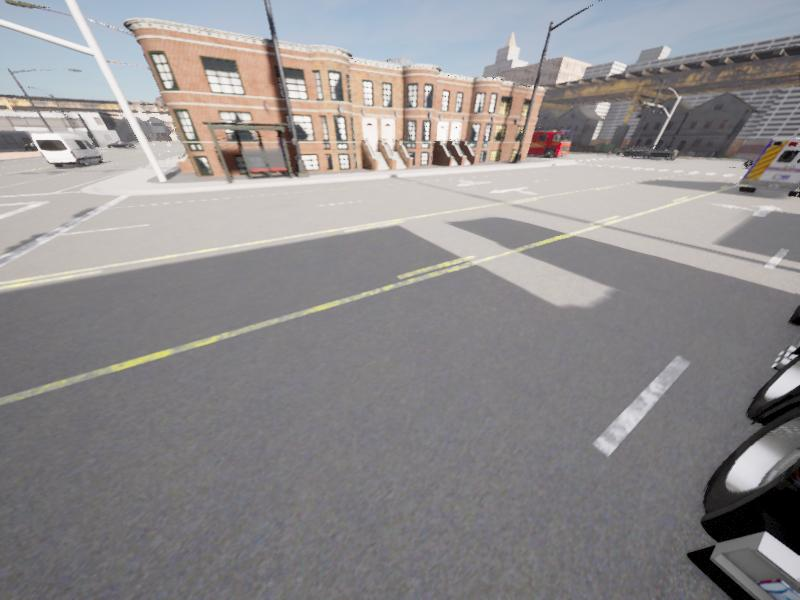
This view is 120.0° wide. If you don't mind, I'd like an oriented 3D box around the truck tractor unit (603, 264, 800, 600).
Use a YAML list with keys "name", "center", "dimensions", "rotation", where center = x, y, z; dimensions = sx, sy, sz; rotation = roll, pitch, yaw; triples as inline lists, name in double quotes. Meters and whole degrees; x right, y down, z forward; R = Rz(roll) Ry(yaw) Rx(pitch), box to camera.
- name: "truck tractor unit"
  center: [5.107, -0.304, 0.791]
  dimensions: [6.516, 4.208, 3.053]
  rotation: [-18, 39, -24]

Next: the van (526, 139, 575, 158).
- name: "van"
  center: [25.335, -25.860, 39.302]
  dimensions: [2.351, 2.431, 6.366]
  rotation: [-18, 39, -24]

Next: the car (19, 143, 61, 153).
- name: "car"
  center: [-70.528, -29.910, 45.361]
  dimensions: [3.806, 1.475, 1.970]
  rotation: [-20, 40, -25]

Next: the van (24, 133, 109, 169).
- name: "van"
  center: [-31.252, -14.295, 22.054]
  dimensions: [1.988, 2.561, 5.915]
  rotation: [-18, 39, -24]

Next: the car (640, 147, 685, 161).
- name: "car"
  center: [37.753, -21.095, 33.328]
  dimensions: [1.789, 1.549, 3.705]
  rotation: [-18, 39, -24]

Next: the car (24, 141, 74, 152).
- name: "car"
  center: [-72.302, -31.743, 47.761]
  dimensions: [5.238, 1.638, 1.930]
  rotation: [-20, 40, -25]

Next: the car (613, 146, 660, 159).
- name: "car"
  center: [38.634, -24.192, 37.844]
  dimensions: [1.837, 1.490, 4.892]
  rotation: [-18, 39, -24]

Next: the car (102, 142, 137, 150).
- name: "car"
  center: [-68.359, -37.751, 56.455]
  dimensions: [4.902, 1.511, 2.128]
  rotation: [-17, 39, -23]

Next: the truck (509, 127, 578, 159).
- name: "truck"
  center: [22.532, -25.159, 37.045]
  dimensions: [2.891, 3.827, 8.468]
  rotation: [-18, 39, -24]

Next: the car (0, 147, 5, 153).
- name: "car"
  center: [-76.813, -27.670, 42.215]
  dimensions: [4.193, 1.474, 1.816]
  rotation: [-20, 40, -25]

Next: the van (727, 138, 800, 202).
- name: "van"
  center: [20.848, -6.991, 12.128]
  dimensions: [6.366, 2.431, 2.351]
  rotation: [-18, 39, -24]
